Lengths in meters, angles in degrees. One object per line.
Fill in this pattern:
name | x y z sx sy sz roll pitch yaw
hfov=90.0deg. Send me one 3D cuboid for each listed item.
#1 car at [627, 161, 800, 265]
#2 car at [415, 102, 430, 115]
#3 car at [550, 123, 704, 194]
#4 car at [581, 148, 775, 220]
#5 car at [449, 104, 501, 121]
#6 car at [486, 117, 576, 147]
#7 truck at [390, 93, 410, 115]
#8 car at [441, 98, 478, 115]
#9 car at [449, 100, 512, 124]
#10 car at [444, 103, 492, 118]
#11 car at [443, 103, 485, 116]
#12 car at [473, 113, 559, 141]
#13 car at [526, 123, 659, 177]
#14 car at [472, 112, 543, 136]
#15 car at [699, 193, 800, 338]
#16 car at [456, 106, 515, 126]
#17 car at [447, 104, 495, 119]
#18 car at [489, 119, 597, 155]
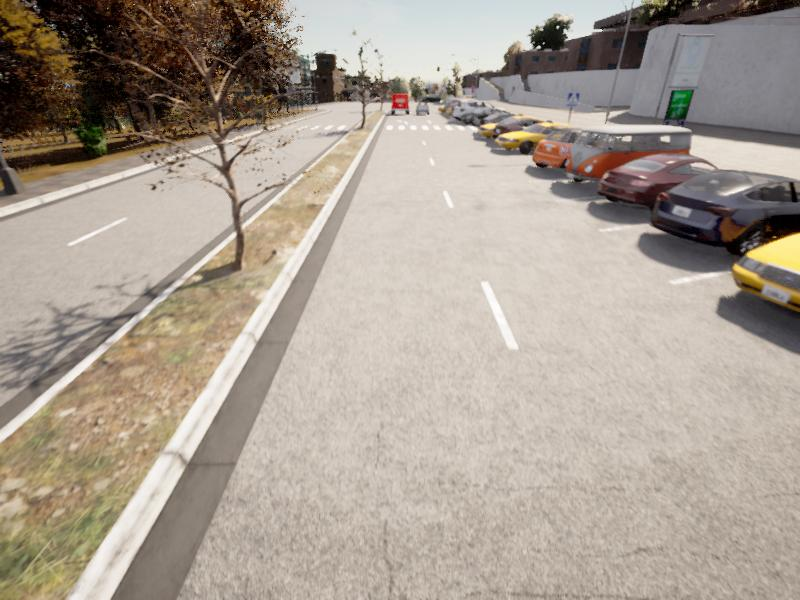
car | 8.112 -2.159 9.151 4.792 1.488 2.163 -9 29 -18
car | 3.060 -26.198 54.562 1.845 1.501 3.633 0 27 0
car | 7.986 -5.136 14.256 4.442 1.987 1.878 -9 30 -18
car | 8.083 -3.534 11.786 4.674 1.452 2.002 -9 29 -18
car | 8.124 -20.319 43.397 5.008 1.535 2.097 -9 30 -18
car | 8.127 -10.537 24.973 4.792 1.488 2.163 -9 29 -18
truck | 0.061 -27.226 55.520 2.627 2.467 5.204 0 28 0
car | 8.023 -26.041 53.821 4.442 1.987 1.878 -9 29 -18
car | 8.146 -19.161 40.656 5.566 2.045 2.435 -9 29 -18
car | 8.297 -23.123 48.739 5.366 1.575 1.946 -9 29 -18
car | 8.152 -24.455 51.348 4.792 1.488 2.163 -9 29 -18
car | 7.930 -11.934 27.520 5.366 1.575 1.946 -9 30 -18
car | 8.066 -6.463 16.979 4.553 1.767 2.185 -9 29 -18
car | 8.102 -13.323 30.234 4.674 1.452 2.002 -9 29 -18
car | 7.911 -0.770 6.413 5.366 1.575 1.946 -9 29 -18
car | 8.123 -17.538 38.119 4.892 1.521 2.231 -9 30 -18
car | 8.115 -21.706 46.041 4.892 1.521 2.231 -9 29 -18
car | 7.925 -9.130 22.254 5.366 1.575 1.946 -9 30 -18
